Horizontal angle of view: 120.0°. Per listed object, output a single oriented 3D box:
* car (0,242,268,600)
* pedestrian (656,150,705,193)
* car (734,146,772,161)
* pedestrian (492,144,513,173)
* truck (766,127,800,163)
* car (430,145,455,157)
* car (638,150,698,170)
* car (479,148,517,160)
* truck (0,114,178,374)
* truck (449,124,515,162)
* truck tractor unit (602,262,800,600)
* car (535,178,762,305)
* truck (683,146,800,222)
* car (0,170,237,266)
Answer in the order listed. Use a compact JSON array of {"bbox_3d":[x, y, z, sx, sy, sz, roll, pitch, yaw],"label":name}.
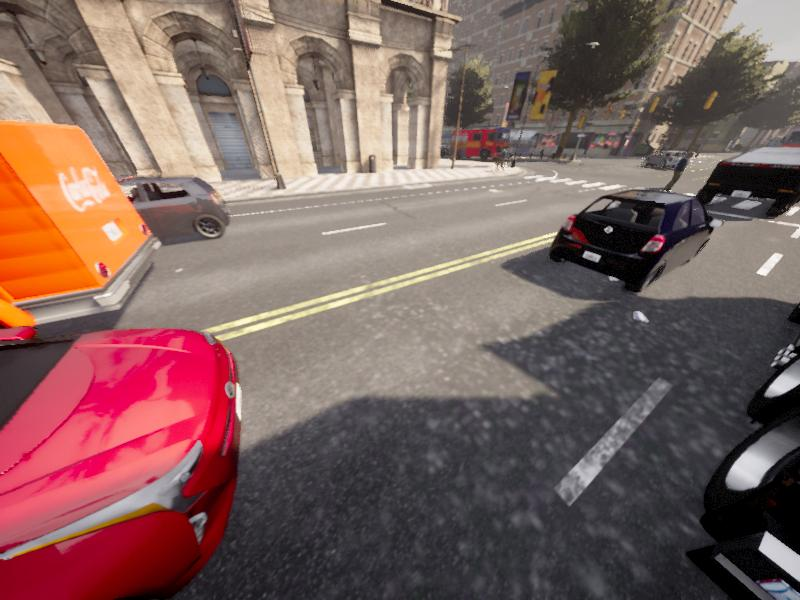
[{"bbox_3d":[-3.314,1.235,0.863,4.514,1.525,2.007,-18,39,-24],"label":"car"},{"bbox_3d":[14.445,-6.646,11.996,0.751,1.860,0.751,21,40,27],"label":"pedestrian"},{"bbox_3d":[52.135,-21.665,34.124,5.238,1.638,1.930,-19,39,-25],"label":"car"},{"bbox_3d":[7.884,-10.926,17.829,0.751,1.860,0.751,-9,36,-13],"label":"pedestrian"},{"bbox_3d":[55.064,-21.211,31.585,8.468,3.827,2.891,-18,39,-25],"label":"truck"},{"bbox_3d":[6.999,-24.548,38.038,1.970,1.475,3.806,-18,39,-25],"label":"car"},{"bbox_3d":[26.691,-14.135,23.239,1.970,1.475,3.806,8,35,10],"label":"car"},{"bbox_3d":[14.156,-21.350,33.661,1.895,1.301,4.718,-18,39,-24],"label":"car"},{"bbox_3d":[-6.506,-0.428,2.401,5.204,2.467,2.627,-18,39,-24],"label":"truck"},{"bbox_3d":[10.827,-21.698,31.919,2.891,3.827,8.468,-18,39,-24],"label":"truck"},{"bbox_3d":[5.106,-0.306,0.786,6.516,4.208,3.053,-18,39,-24],"label":"truck tractor unit"},{"bbox_3d":[5.079,-1.508,4.872,3.633,1.501,1.845,-18,39,-24],"label":"car"},{"bbox_3d":[15.248,-5.084,9.597,6.274,2.098,2.390,-18,39,-24],"label":"truck"},{"bbox_3d":[-6.607,-2.317,5.938,3.633,1.501,1.845,-18,39,-24],"label":"car"}]
